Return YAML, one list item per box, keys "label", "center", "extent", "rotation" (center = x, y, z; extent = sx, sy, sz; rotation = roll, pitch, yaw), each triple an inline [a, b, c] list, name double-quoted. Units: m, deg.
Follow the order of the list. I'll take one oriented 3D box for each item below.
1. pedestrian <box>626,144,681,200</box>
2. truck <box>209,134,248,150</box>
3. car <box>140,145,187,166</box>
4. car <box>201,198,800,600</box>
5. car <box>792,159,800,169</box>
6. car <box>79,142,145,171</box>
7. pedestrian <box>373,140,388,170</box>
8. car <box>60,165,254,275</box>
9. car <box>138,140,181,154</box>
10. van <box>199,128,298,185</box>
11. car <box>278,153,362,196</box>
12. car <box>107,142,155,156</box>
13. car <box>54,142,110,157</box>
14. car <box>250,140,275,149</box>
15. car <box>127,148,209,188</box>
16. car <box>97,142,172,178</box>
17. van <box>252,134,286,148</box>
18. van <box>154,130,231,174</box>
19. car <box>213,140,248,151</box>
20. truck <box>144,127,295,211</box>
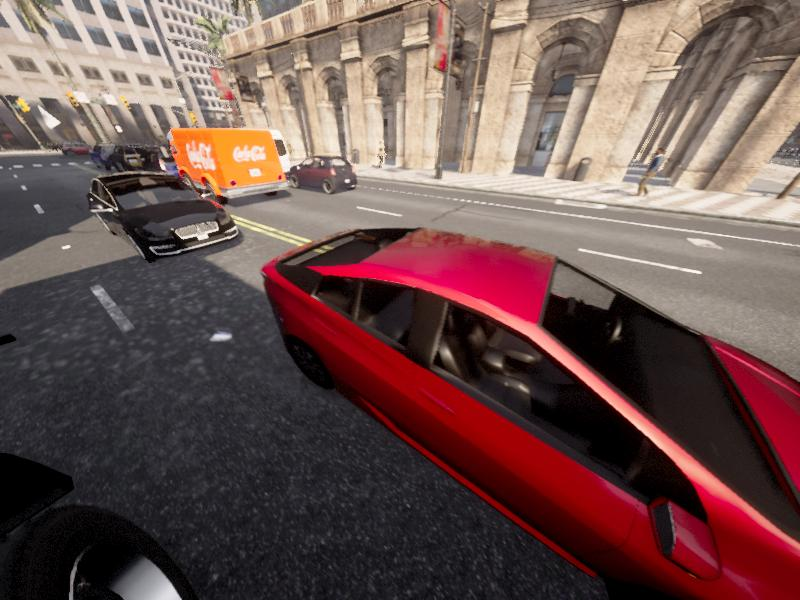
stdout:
- label: "pedestrian"
  center: [10.190, -5.195, 9.388]
  extent: [0.751, 1.860, 0.751]
  rotation: [25, 42, 30]
- label: "truck"
  center: [-34.751, -32.166, 46.982]
  extent: [2.627, 2.467, 5.204]
  rotation: [22, 41, 27]
- label: "car"
  center: [-22.166, -13.612, 21.657]
  extent: [3.633, 1.501, 1.845]
  rotation: [22, 41, 28]
- label: "car"
  center: [0.735, 0.360, 2.069]
  extent: [4.514, 1.525, 2.007]
  rotation: [21, 40, 27]
- label: "car"
  center: [36.092, -11.425, 19.154]
  extent: [1.895, 1.301, 4.718]
  rotation: [21, 40, 27]
- label: "car"
  center: [-23.435, -11.773, 18.821]
  extent: [4.553, 1.767, 2.097]
  rotation: [22, 41, 28]
- label: "pedestrian"
  center: [-1.472, -11.041, 17.572]
  extent: [0.751, 1.860, 0.751]
  rotation: [19, 39, 25]
- label: "car"
  center: [-6.209, -2.350, 5.880]
  extent: [4.892, 1.490, 1.837]
  rotation: [22, 41, 27]
- label: "car"
  center: [-36.464, -23.264, 35.137]
  extent: [1.851, 1.617, 3.988]
  rotation: [22, 41, 27]
- label: "van"
  center: [-9.319, -8.917, 14.236]
  extent: [5.915, 2.561, 1.988]
  rotation: [22, 41, 27]
- label: "car"
  center: [-3.967, -6.373, 11.550]
  extent: [3.633, 1.501, 1.845]
  rotation: [22, 41, 27]
- label: "car"
  center: [-35.829, -20.205, 30.882]
  extent: [1.845, 1.501, 3.633]
  rotation: [22, 40, 27]
- label: "car"
  center: [-40.949, -19.470, 29.857]
  extent: [1.970, 1.475, 3.806]
  rotation: [22, 41, 27]
- label: "car"
  center: [-29.101, -32.914, 48.938]
  extent: [1.970, 1.475, 3.806]
  rotation: [22, 41, 28]
- label: "car"
  center: [-13.255, -7.654, 13.231]
  extent: [3.988, 1.617, 1.851]
  rotation: [22, 41, 27]
- label: "car"
  center: [-18.429, -9.828, 16.034]
  extent: [4.605, 1.855, 1.932]
  rotation: [22, 41, 27]
- label: "van"
  center: [-29.798, -36.345, 52.825]
  extent: [1.988, 2.561, 5.915]
  rotation: [22, 41, 28]
- label: "van"
  center: [-16.238, -11.678, 18.093]
  extent: [5.915, 2.561, 1.988]
  rotation: [22, 41, 27]
- label: "car"
  center: [-32.646, -29.960, 44.735]
  extent: [2.163, 1.488, 4.792]
  rotation: [22, 41, 28]
- label: "truck"
  center: [-7.503, -5.712, 9.778]
  extent: [5.204, 2.467, 2.627]
  rotation: [22, 41, 27]
